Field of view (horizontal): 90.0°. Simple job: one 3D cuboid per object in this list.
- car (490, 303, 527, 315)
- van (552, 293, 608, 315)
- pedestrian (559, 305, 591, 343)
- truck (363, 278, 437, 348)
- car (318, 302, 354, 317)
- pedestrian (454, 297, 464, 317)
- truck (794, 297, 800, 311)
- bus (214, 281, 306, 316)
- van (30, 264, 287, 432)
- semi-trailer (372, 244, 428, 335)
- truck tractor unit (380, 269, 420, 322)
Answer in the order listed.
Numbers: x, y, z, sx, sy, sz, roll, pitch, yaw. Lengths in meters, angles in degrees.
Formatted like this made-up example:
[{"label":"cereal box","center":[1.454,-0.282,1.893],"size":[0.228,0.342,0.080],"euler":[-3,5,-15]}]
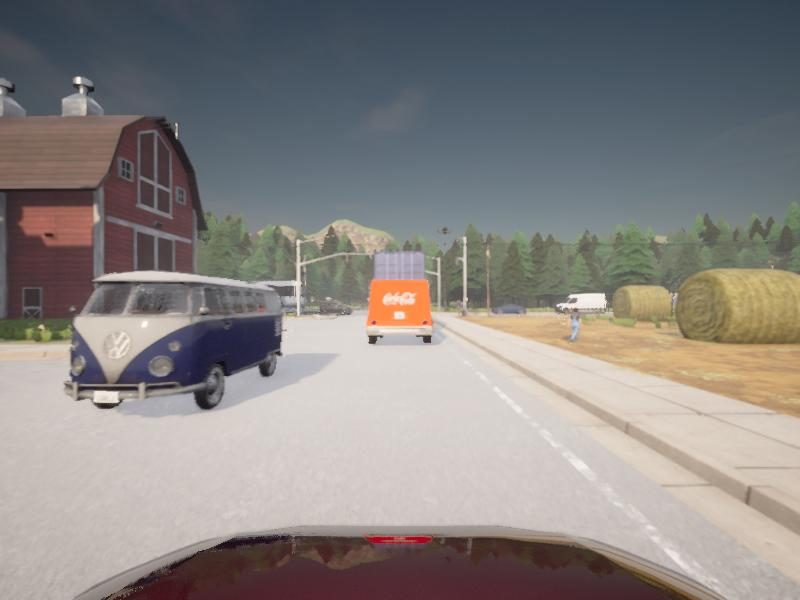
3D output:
[{"label":"car","center":[13.454,1.128,49.782],"size":[4.181,1.385,1.994],"euler":[0,0,1]},{"label":"van","center":[22.258,0.503,49.630],"size":[5.915,2.561,1.988],"euler":[0,0,1]},{"label":"pedestrian","center":[6.184,0.816,14.150],"size":[0.751,1.300,0.751],"euler":[0,0,-39]},{"label":"truck","center":[-0.009,0.453,16.860],"size":[2.627,2.467,5.204],"euler":[0,0,0]},{"label":"car","center":[-7.284,1.102,45.635],"size":[3.705,1.549,1.789],"euler":[-1,-2,18]},{"label":"pedestrian","center":[5.619,0.660,38.144],"size":[0.751,1.860,0.751],"euler":[0,0,-4]},{"label":"truck","center":[58.226,0.561,55.212],"size":[2.390,2.098,6.274],"euler":[0,0,11]},{"label":"bus","center":[-17.434,-0.173,50.427],"size":[10.273,4.253,3.944],"euler":[0,0,0]},{"label":"van","center":[-3.492,0.605,6.982],"size":[1.775,1.987,4.442],"euler":[0,-1,0]},{"label":"semi-trailer","center":[-0.008,-0.478,26.648],"size":[2.717,4.402,14.254],"euler":[0,0,0]},{"label":"truck tractor unit","center":[-0.005,-0.348,34.562],"size":[3.053,4.208,6.516],"euler":[0,0,0]}]
